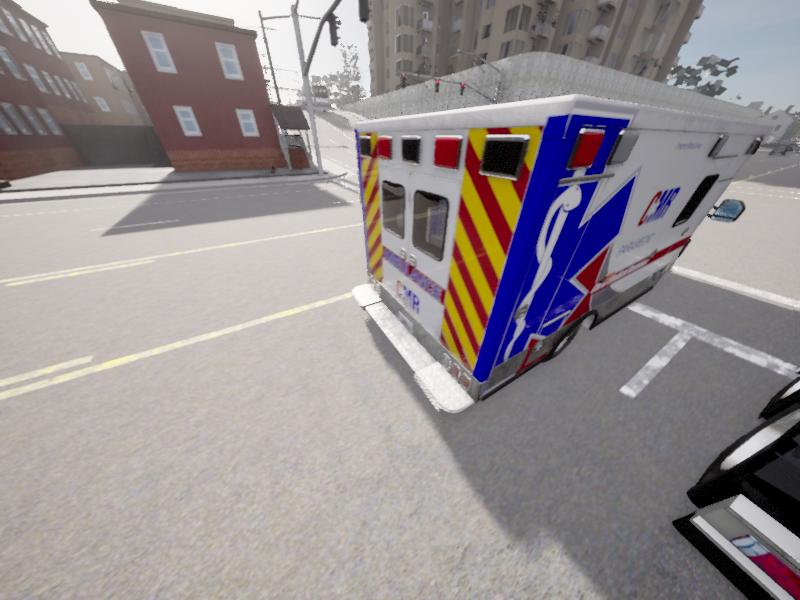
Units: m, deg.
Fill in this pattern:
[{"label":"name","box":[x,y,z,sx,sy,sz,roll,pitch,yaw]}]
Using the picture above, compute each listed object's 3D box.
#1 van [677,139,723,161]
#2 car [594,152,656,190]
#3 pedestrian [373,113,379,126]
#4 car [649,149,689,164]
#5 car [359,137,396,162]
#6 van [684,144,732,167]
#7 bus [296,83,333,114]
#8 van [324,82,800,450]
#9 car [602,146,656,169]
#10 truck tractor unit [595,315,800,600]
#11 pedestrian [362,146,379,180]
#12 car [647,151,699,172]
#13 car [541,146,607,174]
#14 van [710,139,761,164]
[{"label":"van","box":[43.242,-21.659,33.299,5.915,2.561,1.988,-18,39,-25]},{"label":"car","box":[14.208,-8.361,14.718,2.033,1.649,4.856,24,41,31]},{"label":"pedestrian","box":[-4.461,-33.151,42.492,0.751,1.860,0.751,-19,39,-25]},{"label":"car","box":[33.652,-18.037,28.931,4.193,1.474,1.816,-18,39,-25]},{"label":"car","box":[-2.645,-16.941,25.901,1.930,1.638,5.238,-18,44,-25]},{"label":"van","box":[34.476,-16.197,25.856,4.442,1.987,1.775,-18,39,-25]},{"label":"bus","box":[-17.746,-41.785,47.787,3.944,4.253,10.273,-18,46,-25]},{"label":"van","box":[2.562,-1.140,3.540,6.366,2.431,2.351,-18,39,-25]},{"label":"car","box":[23.845,-14.914,24.072,4.553,1.767,2.097,-18,39,-25]},{"label":"truck tractor unit","box":[5.194,-0.208,0.653,6.516,4.208,3.053,-15,38,-20]},{"label":"pedestrian","box":[-1.926,-9.065,15.314,0.751,1.860,0.751,16,38,21]},{"label":"car","box":[25.524,-13.041,21.636,3.633,1.501,1.845,-18,39,-25]},{"label":"car","box":[14.999,-12.182,19.993,4.605,1.855,1.932,-14,38,-21]},{"label":"van","box":[44.173,-19.645,30.420,5.915,2.561,1.988,-18,39,-25]}]
